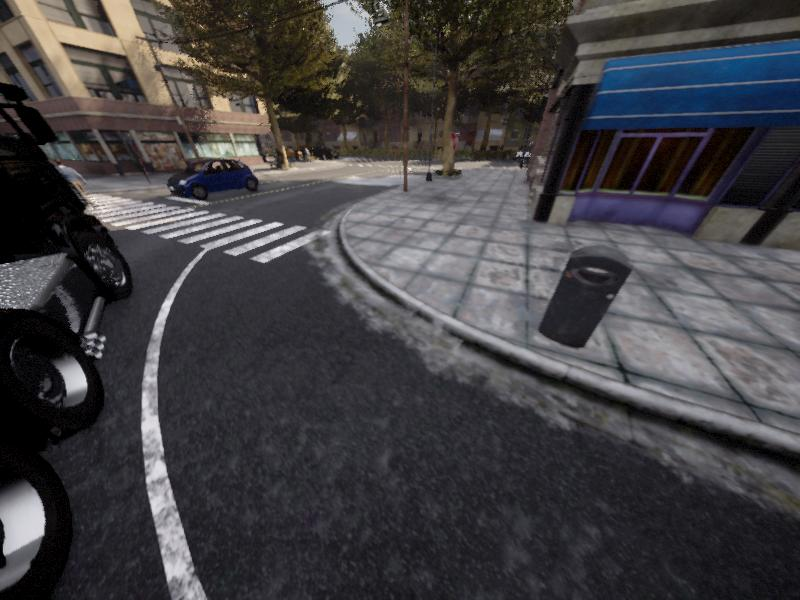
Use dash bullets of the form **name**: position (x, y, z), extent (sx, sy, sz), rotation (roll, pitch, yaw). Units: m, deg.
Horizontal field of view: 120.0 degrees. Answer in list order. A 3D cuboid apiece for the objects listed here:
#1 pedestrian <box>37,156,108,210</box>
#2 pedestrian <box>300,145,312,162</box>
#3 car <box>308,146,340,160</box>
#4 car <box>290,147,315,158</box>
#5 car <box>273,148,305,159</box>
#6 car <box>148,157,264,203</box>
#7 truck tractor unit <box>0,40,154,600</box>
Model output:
- **pedestrian**: position (-13.319, -4.774, 9.460), extent (0.751, 1.860, 0.751), rotation (14, 37, 20)
- **pedestrian**: position (-12.039, -18.818, 29.738), extent (0.751, 1.860, 0.751), rotation (6, 35, 9)
- **car**: position (-12.385, -24.157, 37.848), extent (4.605, 1.855, 1.932), rotation (14, 37, 20)
- **car**: position (-18.321, -27.742, 43.357), extent (3.988, 1.617, 1.851), rotation (15, 37, 20)
- **car**: position (-19.563, -25.868, 40.682), extent (5.008, 1.535, 1.882), rotation (14, 37, 20)
- **car**: position (-9.804, -6.445, 12.159), extent (1.851, 1.617, 3.988), rotation (16, 38, 22)
- **truck tractor unit**: position (-4.705, -0.573, 1.212), extent (3.053, 4.208, 6.516), rotation (-27, 42, -31)
